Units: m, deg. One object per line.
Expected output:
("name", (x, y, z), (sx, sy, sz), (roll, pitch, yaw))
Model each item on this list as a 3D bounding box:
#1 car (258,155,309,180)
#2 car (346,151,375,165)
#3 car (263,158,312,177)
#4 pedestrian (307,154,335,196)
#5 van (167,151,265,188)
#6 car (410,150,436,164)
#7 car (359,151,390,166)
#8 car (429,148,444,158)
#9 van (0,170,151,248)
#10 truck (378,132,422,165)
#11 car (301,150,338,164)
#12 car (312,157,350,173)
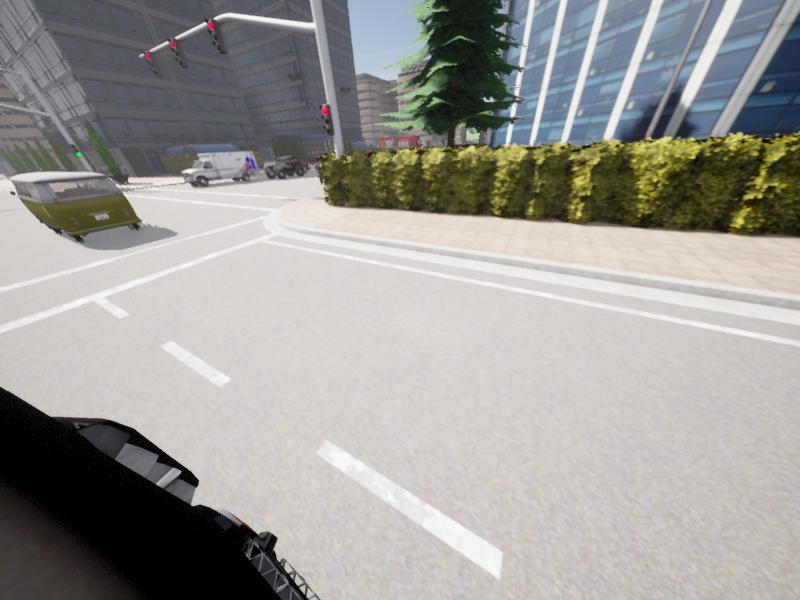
("car", (-11.626, -13.410, 23.343), (1.905, 1.878, 3.866), (14, 37, 24))
("car", (-6.322, -23.287, 37.965), (2.242, 1.667, 4.611), (14, 37, 24))
("car", (-13.135, -15.771, 27.333), (1.882, 1.535, 5.008), (14, 37, 24))
("pedestrian", (-4.098, -6.515, 12.081), (0.751, 1.860, 0.751), (23, 42, 34))
("van", (-16.659, -12.304, 21.600), (2.351, 2.431, 6.366), (14, 37, 24))
("car", (3.526, -21.470, 34.589), (2.128, 1.511, 4.902), (14, 37, 24))
("car", (-3.806, -21.852, 35.634), (1.930, 1.638, 5.238), (14, 38, 24))
("car", (7.474, -29.970, 47.034), (1.845, 1.501, 3.633), (14, 37, 24))
("van", (-11.595, -3.421, 8.241), (4.442, 1.987, 1.775), (15, 38, 24))
("truck", (0.358, -23.191, 35.339), (2.891, 3.827, 8.468), (14, 37, 24))
("car", (-16.006, -28.650, 46.165), (6.274, 2.098, 2.390), (-21, 38, -25))
("car", (-8.410, -16.681, 28.474), (1.994, 1.385, 4.181), (15, 38, 25))
